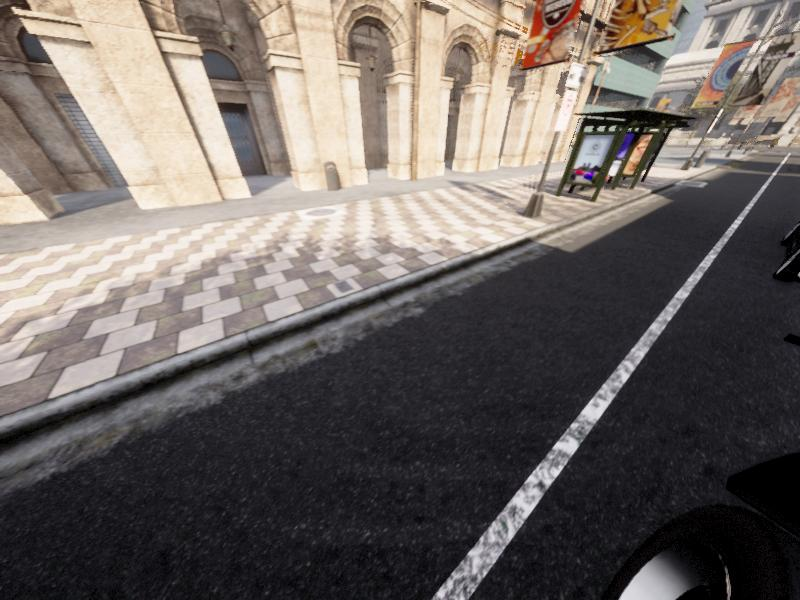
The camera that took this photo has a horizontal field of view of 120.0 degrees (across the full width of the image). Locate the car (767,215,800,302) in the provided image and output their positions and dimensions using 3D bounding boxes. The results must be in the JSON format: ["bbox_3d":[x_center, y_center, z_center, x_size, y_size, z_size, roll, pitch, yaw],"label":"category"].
[{"bbox_3d":[8.889,-1.116,4.106,4.892,1.490,1.837,-22,41,-28],"label":"car"}]

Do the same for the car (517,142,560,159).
[{"bbox_3d":[16.740,-18.024,27.819,4.786,1.482,2.161,-22,41,-28],"label":"car"}]

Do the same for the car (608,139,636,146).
[{"bbox_3d":[58.908,-41.929,61.447,2.163,1.488,4.792,-22,41,-28],"label":"car"}]

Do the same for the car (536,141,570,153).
[{"bbox_3d":[23.845,-23.880,35.976,4.902,1.511,2.128,-22,41,-28],"label":"car"}]
